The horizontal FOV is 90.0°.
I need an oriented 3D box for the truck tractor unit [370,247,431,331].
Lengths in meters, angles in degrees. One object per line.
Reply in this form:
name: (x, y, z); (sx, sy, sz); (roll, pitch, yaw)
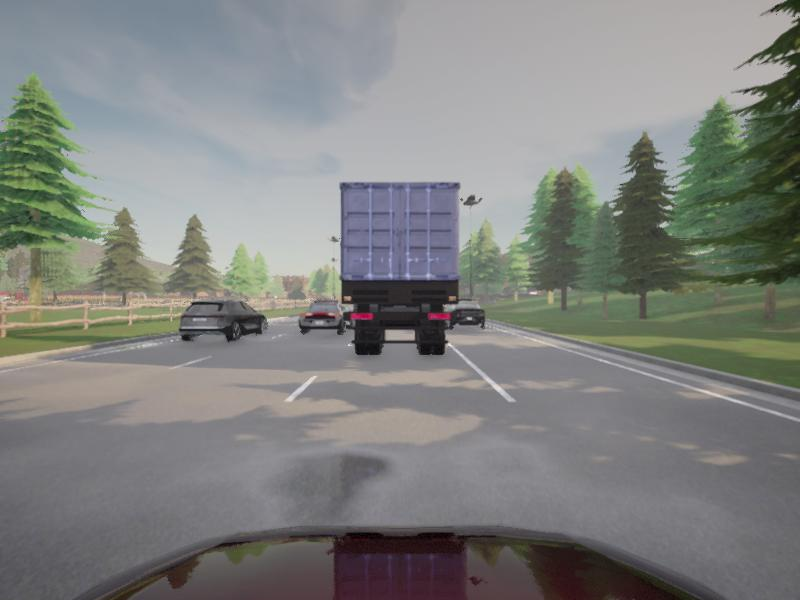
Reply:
truck tractor unit: (0.011, -0.559, 23.421); (3.053, 4.208, 6.516); (0, 0, 0)

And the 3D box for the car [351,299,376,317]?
car: (-3.498, 0.714, 39.400); (1.930, 1.638, 5.238); (0, 0, 0)

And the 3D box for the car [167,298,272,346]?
car: (-6.999, 0.754, 16.218); (2.033, 1.649, 4.856); (0, 0, 0)

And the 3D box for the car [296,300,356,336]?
car: (-3.498, 0.797, 19.847); (2.038, 1.542, 4.974); (0, 0, 0)

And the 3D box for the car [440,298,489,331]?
car: (3.501, 0.738, 22.784); (1.930, 1.638, 5.238); (0, 0, 0)

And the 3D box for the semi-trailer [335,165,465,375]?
semi-trailer: (0.003, -0.644, 15.501); (2.717, 4.402, 14.254); (0, 0, 0)
